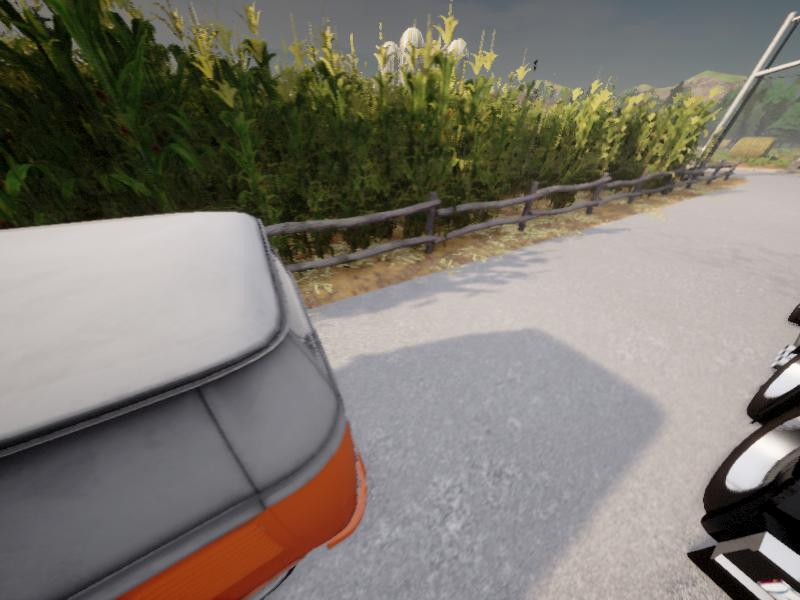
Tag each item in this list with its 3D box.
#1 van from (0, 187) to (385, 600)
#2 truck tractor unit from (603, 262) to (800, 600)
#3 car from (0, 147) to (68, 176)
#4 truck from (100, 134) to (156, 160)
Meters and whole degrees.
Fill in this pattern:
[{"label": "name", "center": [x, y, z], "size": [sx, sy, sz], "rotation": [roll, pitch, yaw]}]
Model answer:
[{"label": "van", "center": [-2.469, 1.013, 0.789], "size": [4.442, 1.987, 1.775], "rotation": [-18, 39, -24]}, {"label": "truck tractor unit", "center": [5.106, -0.305, 0.791], "size": [6.516, 4.208, 3.053], "rotation": [-18, 39, -24]}, {"label": "car", "center": [-29.287, -10.937, 18.045], "size": [1.801, 1.575, 5.366], "rotation": [-18, 39, -24]}, {"label": "truck", "center": [-33.280, -19.010, 28.553], "size": [2.627, 2.467, 5.204], "rotation": [-18, 40, -24]}]
